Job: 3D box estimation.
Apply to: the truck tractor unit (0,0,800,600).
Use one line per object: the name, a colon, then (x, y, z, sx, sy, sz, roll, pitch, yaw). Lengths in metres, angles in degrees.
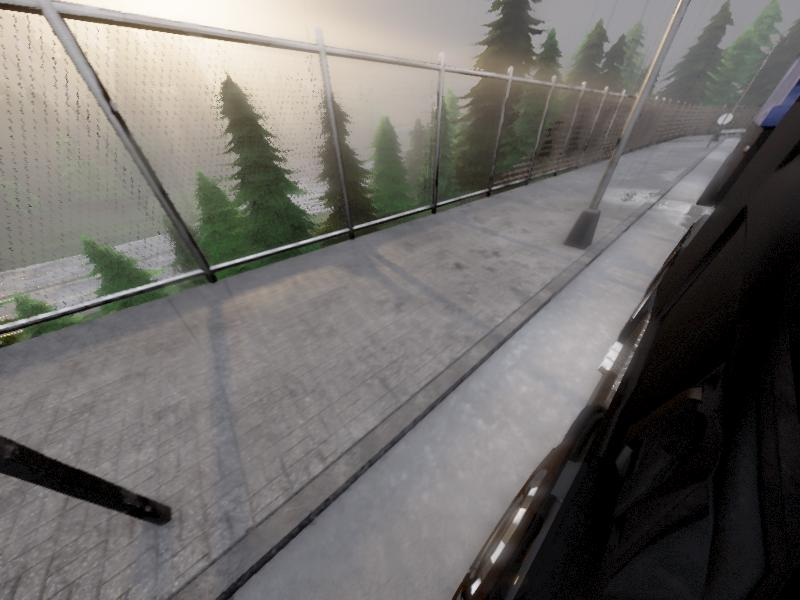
truck tractor unit: (2.645, -0.295, 0.351, 6.516, 4.208, 3.053, -28, 44, -30)

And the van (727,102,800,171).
van: (19.940, -8.709, 12.182, 5.915, 2.561, 1.988, -28, 43, -30)

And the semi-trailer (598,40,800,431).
semi-trailer: (8.707, -3.574, 4.256, 14.254, 4.402, 2.717, -28, 44, -30)
